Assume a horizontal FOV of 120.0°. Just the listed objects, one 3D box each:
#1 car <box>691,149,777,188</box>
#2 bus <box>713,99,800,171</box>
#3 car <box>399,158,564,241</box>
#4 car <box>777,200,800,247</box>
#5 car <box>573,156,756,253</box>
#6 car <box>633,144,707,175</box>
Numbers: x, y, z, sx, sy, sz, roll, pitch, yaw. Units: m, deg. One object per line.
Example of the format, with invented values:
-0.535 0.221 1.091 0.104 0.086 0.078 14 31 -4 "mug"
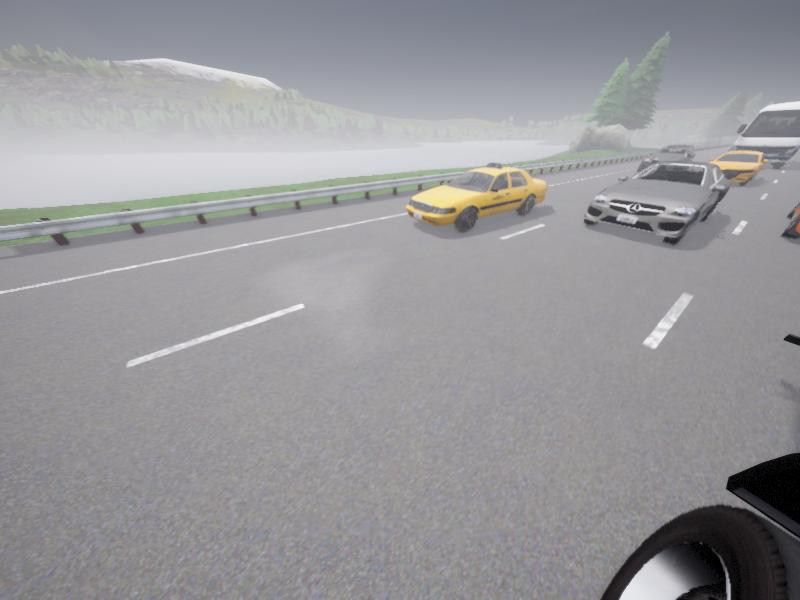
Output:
19.102 -7.620 13.198 5.008 1.535 1.882 -22 40 -28 "car"
32.074 -13.856 19.574 10.273 4.253 3.944 -22 40 -28 "bus"
2.705 -3.505 7.467 5.366 1.575 1.801 -22 41 -28 "car"
12.002 -2.418 5.674 4.553 1.767 2.097 -22 41 -28 "car"
7.827 -3.125 6.853 5.027 1.651 2.152 -22 41 -28 "car"
20.022 -10.499 17.150 4.611 1.667 2.242 -22 41 -28 "car"
